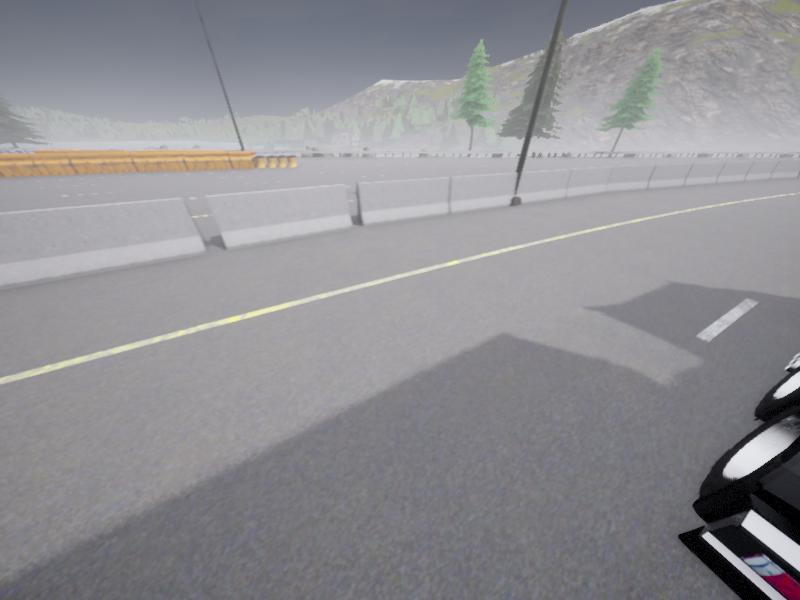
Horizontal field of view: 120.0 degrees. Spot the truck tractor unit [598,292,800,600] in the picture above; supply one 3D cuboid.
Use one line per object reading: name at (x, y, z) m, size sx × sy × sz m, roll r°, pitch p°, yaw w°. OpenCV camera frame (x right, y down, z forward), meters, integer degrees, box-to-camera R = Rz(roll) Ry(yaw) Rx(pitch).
truck tractor unit at (5.157, -0.251, 0.716) m, size 6.516 × 4.208 × 3.053 m, roll -16°, pitch 38°, yaw -22°
